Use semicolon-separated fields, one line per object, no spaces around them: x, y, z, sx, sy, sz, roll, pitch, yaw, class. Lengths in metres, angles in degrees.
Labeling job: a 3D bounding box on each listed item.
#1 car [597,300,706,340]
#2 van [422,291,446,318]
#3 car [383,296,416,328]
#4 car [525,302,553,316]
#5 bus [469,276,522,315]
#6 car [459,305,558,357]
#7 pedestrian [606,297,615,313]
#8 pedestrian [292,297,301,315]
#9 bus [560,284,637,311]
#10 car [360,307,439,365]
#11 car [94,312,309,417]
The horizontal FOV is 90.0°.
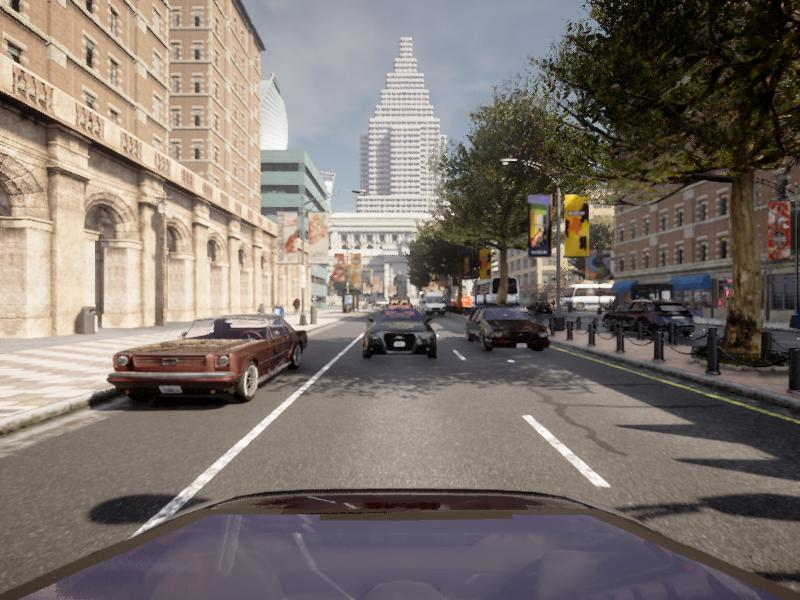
11.577;0.822;18.951;2.033;1.649;4.856;0;0;-1;car
3.460;0.417;41.408;1.988;2.561;5.915;0;0;0;van
-0.025;0.706;25.477;1.905;1.878;3.866;0;0;0;car
14.974;0.925;43.273;1.845;1.501;3.633;0;0;0;car
11.335;-0.426;48.720;3.944;4.253;10.273;0;-1;0;bus
3.485;0.929;14.119;2.033;1.411;5.357;0;0;0;car
25.178;0.595;47.897;0.751;1.860;0.751;0;0;5;pedestrian
-10.665;0.580;41.113;0.751;1.860;0.751;0;0;-4;pedestrian
31.458;-0.390;63.635;10.273;4.253;3.944;0;0;-1;bus
-0.012;0.937;12.105;1.994;1.385;4.181;0;0;0;car
-3.257;0.958;7.855;1.895;1.301;4.718;0;0;0;car
